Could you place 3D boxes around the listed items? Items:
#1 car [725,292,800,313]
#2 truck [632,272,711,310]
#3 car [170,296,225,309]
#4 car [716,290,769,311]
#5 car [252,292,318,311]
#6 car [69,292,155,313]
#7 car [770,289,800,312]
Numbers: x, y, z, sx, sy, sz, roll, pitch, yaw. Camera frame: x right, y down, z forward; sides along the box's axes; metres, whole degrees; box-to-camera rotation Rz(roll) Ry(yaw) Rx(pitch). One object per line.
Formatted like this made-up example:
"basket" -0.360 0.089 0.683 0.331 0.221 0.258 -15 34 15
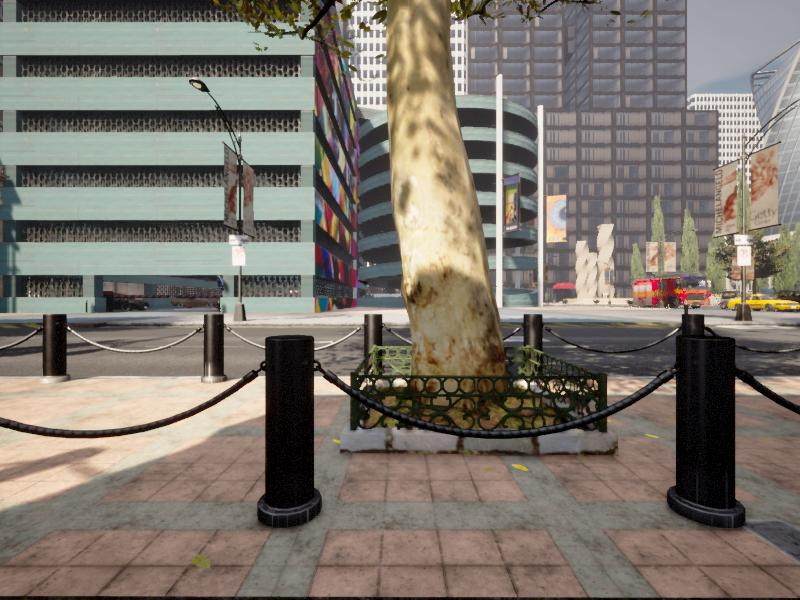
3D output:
"car" 30.029 0.201 33.190 1.801 1.575 5.366 0 0 0
"truck" 30.017 -0.919 44.796 2.891 3.827 8.468 0 0 -2
"car" -20.752 0.207 41.191 4.718 1.301 1.895 0 0 0
"car" 33.517 0.045 39.296 1.905 1.878 3.866 0 0 0
"car" -9.593 0.117 33.684 4.902 1.511 2.128 0 0 0
"car" -21.193 0.157 29.591 4.786 1.482 2.161 0 0 0
"car" 33.518 0.046 33.266 1.905 1.878 3.866 0 0 0
